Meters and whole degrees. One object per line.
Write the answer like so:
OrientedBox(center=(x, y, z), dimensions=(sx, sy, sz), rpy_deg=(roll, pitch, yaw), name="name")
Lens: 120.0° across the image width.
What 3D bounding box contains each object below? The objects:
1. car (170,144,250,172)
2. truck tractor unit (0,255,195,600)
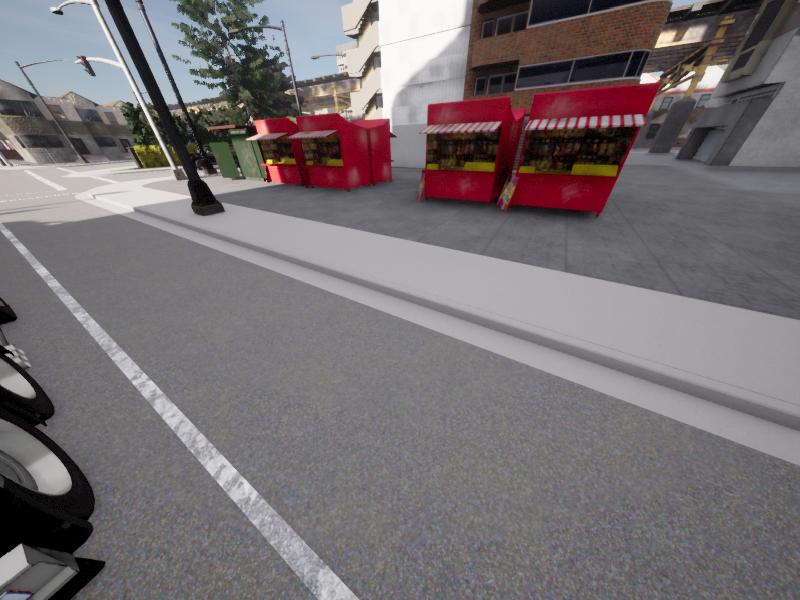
OrientedBox(center=(-19.117, -14.654, 23.664), dimensions=(2.150, 2.045, 5.566), rpy_deg=(18, 39, 26), name="car")
OrientedBox(center=(-5.097, -0.314, 0.801), dimensions=(6.516, 4.208, 3.053), rpy_deg=(19, 39, 25), name="truck tractor unit")
